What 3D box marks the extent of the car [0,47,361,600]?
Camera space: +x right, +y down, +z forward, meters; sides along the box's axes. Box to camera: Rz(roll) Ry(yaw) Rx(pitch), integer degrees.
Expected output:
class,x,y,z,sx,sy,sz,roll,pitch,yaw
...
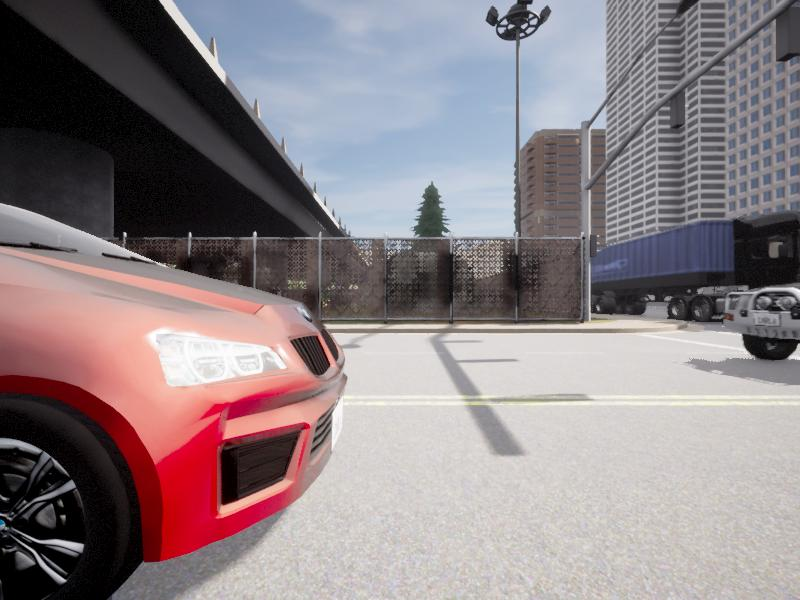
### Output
class,x,y,z,sx,sy,sz,roll,pitch,yaw
car,-2.621,0.156,2.179,4.611,1.667,2.242,0,0,0

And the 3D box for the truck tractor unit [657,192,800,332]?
class,x,y,z,sx,sy,sz,roll,pitch,yaw
truck tractor unit,13.528,-1.156,15.374,3.053,4.208,6.516,0,0,-1

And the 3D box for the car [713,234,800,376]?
class,x,y,z,sx,sy,sz,roll,pitch,yaw
car,7.527,0.039,5.696,4.605,1.855,1.932,-1,0,0

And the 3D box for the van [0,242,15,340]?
class,x,y,z,sx,sy,sz,roll,pitch,yaw
van,-13.180,-0.222,9.204,6.366,2.431,2.351,0,0,0

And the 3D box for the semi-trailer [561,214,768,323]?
class,x,y,z,sx,sy,sz,roll,pitch,yaw
semi-trailer,13.558,-1.274,23.294,2.717,4.402,14.254,0,0,0
